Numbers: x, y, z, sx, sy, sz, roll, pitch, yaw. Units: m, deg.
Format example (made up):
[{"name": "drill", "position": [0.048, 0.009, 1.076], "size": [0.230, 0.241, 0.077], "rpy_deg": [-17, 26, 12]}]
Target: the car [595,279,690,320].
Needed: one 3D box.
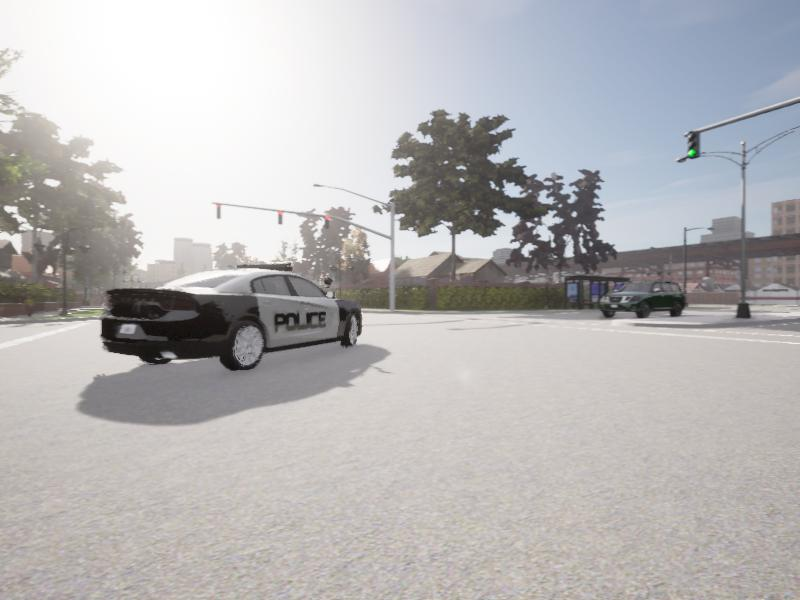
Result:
[{"name": "car", "position": [13.552, -0.035, 22.245], "size": [5.566, 2.045, 2.150], "rpy_deg": [0, 0, -30]}]

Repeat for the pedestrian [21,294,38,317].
[{"name": "pedestrian", "position": [-18.052, 0.248, 19.501], "size": [0.500, 1.100, 0.500], "rpy_deg": [0, 0, -31]}]

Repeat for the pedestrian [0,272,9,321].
[{"name": "pedestrian", "position": [-15.676, -0.124, 15.334], "size": [0.751, 1.860, 0.751], "rpy_deg": [0, 0, -18]}]

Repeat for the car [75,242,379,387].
[{"name": "car", "position": [-2.378, 0.164, 7.305], "size": [1.930, 1.638, 5.238], "rpy_deg": [1, 0, 22]}]
